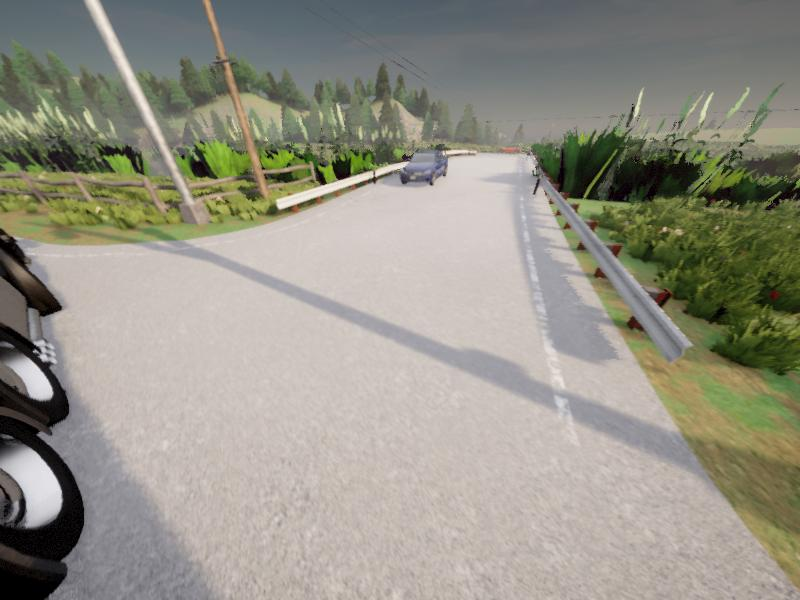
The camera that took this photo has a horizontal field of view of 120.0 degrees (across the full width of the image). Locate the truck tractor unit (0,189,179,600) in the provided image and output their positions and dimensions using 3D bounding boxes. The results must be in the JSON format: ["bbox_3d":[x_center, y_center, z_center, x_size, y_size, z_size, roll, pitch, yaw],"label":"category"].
[{"bbox_3d":[-4.978,-0.414,0.955,6.516,4.208,3.053,23,41,30],"label":"truck tractor unit"}]

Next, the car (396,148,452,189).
[{"bbox_3d":[1.523,-7.772,13.391,1.812,1.442,4.674,13,39,18],"label":"car"}]

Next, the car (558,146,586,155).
[{"bbox_3d":[33.679,-29.393,45.386,3.806,1.475,1.970,13,37,18],"label":"car"}]
